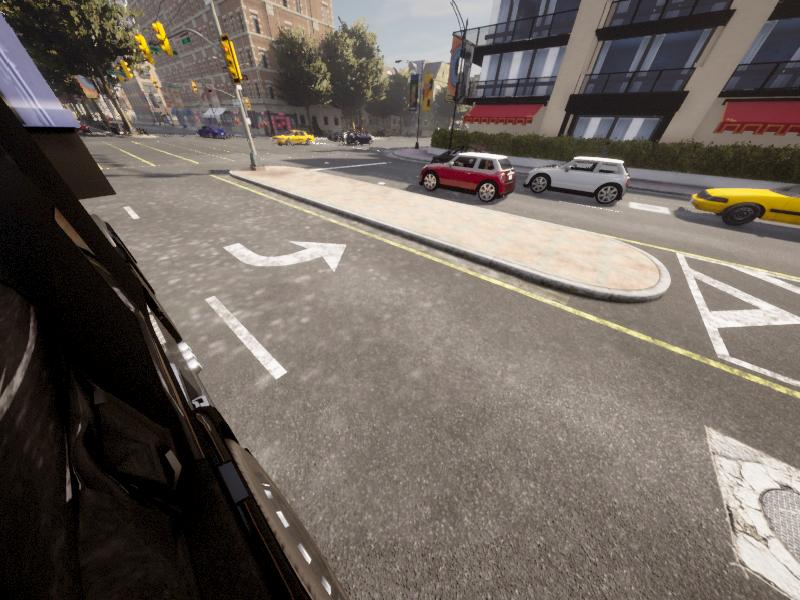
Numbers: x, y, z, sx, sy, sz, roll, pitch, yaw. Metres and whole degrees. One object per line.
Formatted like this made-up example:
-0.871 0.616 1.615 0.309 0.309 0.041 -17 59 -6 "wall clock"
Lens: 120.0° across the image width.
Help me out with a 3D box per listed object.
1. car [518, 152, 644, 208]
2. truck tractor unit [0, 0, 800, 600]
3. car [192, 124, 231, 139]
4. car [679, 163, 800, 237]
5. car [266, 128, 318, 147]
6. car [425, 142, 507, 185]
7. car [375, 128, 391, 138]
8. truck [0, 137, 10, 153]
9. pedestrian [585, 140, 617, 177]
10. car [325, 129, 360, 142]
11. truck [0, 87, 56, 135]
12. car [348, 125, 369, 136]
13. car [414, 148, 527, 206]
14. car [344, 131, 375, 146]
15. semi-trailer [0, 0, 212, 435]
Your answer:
7.679 -5.387 10.092 3.806 1.475 1.970 28 44 30 "car"
-2.645 -0.295 0.351 6.516 4.208 3.053 28 44 30 "truck tractor unit"
-25.888 -23.159 31.747 4.674 1.442 1.812 19 40 20 "car"
12.687 -2.810 6.878 5.366 1.575 1.801 28 43 29 "car"
-12.307 -18.903 26.803 1.801 1.575 5.366 19 40 20 "car"
3.489 -7.613 12.738 3.705 1.549 1.789 28 43 29 "car"
-4.173 -41.140 56.768 3.866 1.878 1.905 31 45 33 "car"
-28.209 -9.433 11.274 2.891 3.827 8.468 27 43 29 "truck"
12.447 -8.806 14.346 0.751 1.860 0.751 27 43 29 "pedestrian"
-8.898 -25.561 35.954 2.038 1.542 4.974 28 44 29 "car"
-42.460 -20.961 25.778 8.468 3.827 2.891 28 43 29 "truck"
-11.109 -45.018 61.380 5.566 2.045 2.150 28 43 29 "car"
2.758 -5.249 9.597 3.806 1.475 1.970 28 43 29 "car"
-5.314 -21.401 30.625 1.845 1.501 3.633 27 43 29 "car"
-9.457 -2.940 3.286 14.254 4.402 2.717 19 40 20 "semi-trailer"
